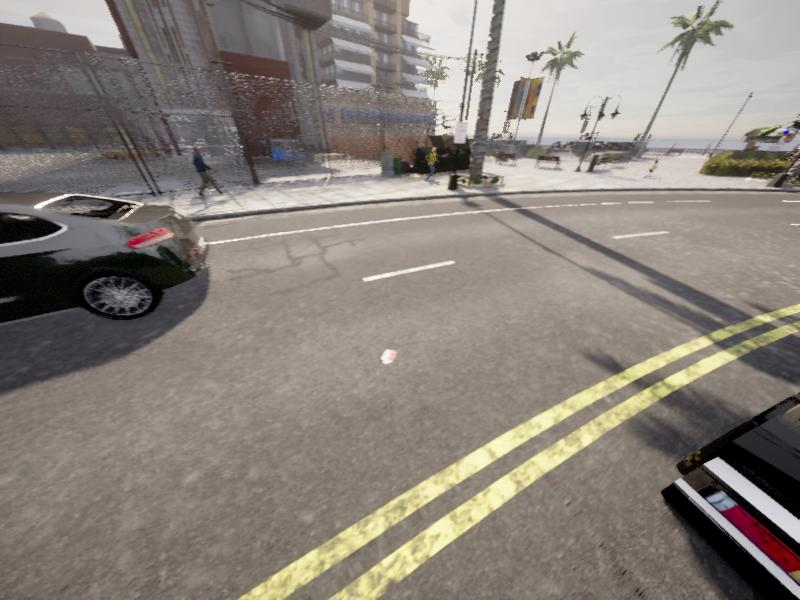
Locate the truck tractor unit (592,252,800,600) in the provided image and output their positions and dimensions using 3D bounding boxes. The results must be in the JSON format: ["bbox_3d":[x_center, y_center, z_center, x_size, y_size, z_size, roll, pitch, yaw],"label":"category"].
[{"bbox_3d":[5.289,-0.065,0.478,6.516,4.208,3.053,-9,35,-14],"label":"truck tractor unit"}]

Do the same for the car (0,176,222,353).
[{"bbox_3d":[-5.812,-0.482,3.154,5.027,1.651,2.152,-18,39,-24],"label":"car"}]

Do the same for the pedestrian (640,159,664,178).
[{"bbox_3d":[17.089,-8.910,15.666,0.500,1.100,0.500,-1,35,-2],"label":"pedestrian"}]

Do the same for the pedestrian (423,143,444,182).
[{"bbox_3d":[1.890,-7.969,13.413,0.751,1.860,0.751,-16,39,-23],"label":"pedestrian"}]

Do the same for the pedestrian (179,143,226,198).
[{"bbox_3d":[-7.917,-5.209,9.325,0.751,1.860,0.751,-26,43,-33],"label":"pedestrian"}]

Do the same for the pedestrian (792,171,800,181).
[{"bbox_3d":[27.267,-8.584,15.374,0.500,1.100,0.500,10,36,13],"label":"pedestrian"}]
